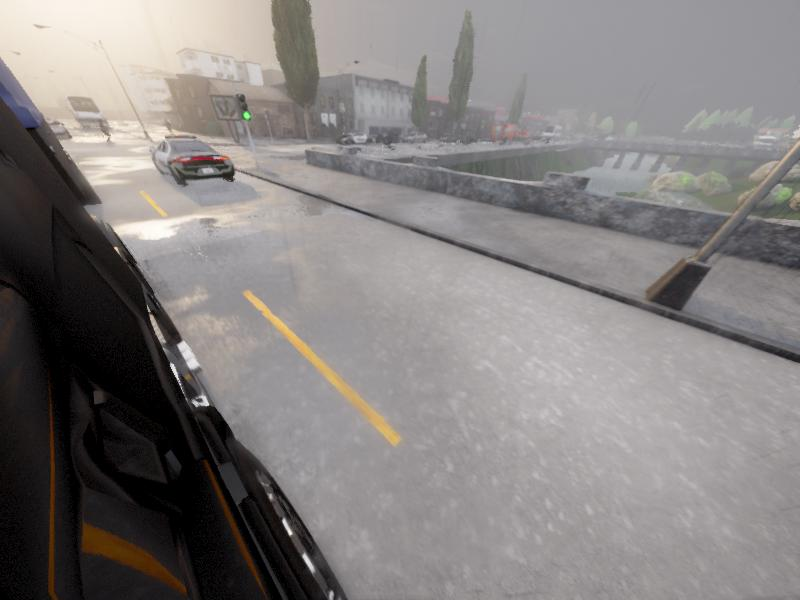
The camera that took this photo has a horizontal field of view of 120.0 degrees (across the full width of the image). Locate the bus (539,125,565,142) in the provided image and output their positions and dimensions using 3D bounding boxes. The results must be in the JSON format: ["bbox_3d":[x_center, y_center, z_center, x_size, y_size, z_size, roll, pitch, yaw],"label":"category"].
[{"bbox_3d":[51.103,-55.946,77.587,3.944,4.253,10.273,29,44,31],"label":"bus"}]

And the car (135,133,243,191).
[{"bbox_3d":[-9.142,-6.117,9.948,4.974,1.542,2.038,29,44,31],"label":"car"}]

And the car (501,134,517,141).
[{"bbox_3d":[29.984,-44.647,63.471,1.930,1.638,5.238,29,44,31],"label":"car"}]

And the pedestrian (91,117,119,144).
[{"bbox_3d":[-25.913,-14.876,20.291,0.751,1.860,0.751,31,45,32],"label":"pedestrian"}]

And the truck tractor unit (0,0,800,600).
[{"bbox_3d":[-2.645,-0.295,0.351,6.516,4.208,3.053,28,44,30],"label":"truck tractor unit"}]

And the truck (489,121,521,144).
[{"bbox_3d":[23.727,-37.768,52.116,2.891,3.827,8.468,29,44,31],"label":"truck"}]

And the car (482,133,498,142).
[{"bbox_3d":[21.693,-39.185,55.800,1.851,1.617,3.988,29,44,31],"label":"car"}]

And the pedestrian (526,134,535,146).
[{"bbox_3d":[24.571,-30.138,43.444,0.751,1.860,0.751,29,44,31],"label":"pedestrian"}]

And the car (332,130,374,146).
[{"bbox_3d":[-5.985,-21.049,30.012,2.038,1.542,4.974,30,45,31],"label":"car"}]

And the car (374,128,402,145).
[{"bbox_3d":[-1.707,-24.011,33.908,1.905,1.878,3.866,29,44,31],"label":"car"}]

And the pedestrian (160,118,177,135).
[{"bbox_3d":[-30.960,-23.194,30.888,0.751,1.860,0.751,26,43,28],"label":"pedestrian"}]

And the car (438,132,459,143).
[{"bbox_3d":[9.227,-31.066,44.186,1.851,1.617,3.988,29,44,31],"label":"car"}]

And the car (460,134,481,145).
[{"bbox_3d":[13.081,-29.896,42.969,1.816,1.474,4.193,29,44,31],"label":"car"}]

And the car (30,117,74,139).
[{"bbox_3d":[-35.443,-17.595,23.594,3.988,1.617,1.851,29,44,30],"label":"car"}]

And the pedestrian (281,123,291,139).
[{"bbox_3d":[-16.705,-24.724,33.798,0.751,1.860,0.751,-3,37,-7],"label":"pedestrian"}]

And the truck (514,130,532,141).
[{"bbox_3d":[37.381,-49.807,70.086,2.627,2.467,5.204,29,44,31],"label":"truck"}]

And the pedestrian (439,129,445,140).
[{"bbox_3d":[9.375,-36.558,51.079,0.751,1.860,0.751,31,45,32],"label":"pedestrian"}]

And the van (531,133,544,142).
[{"bbox_3d":[41.102,-48.416,68.861,1.775,1.987,4.442,29,44,31],"label":"van"}]

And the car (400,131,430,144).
[{"bbox_3d":[2.572,-26.710,37.980,2.152,1.651,5.027,29,44,31],"label":"car"}]

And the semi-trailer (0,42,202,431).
[{"bbox_3d":[-8.718,-3.591,4.210,14.254,4.402,2.717,28,44,30],"label":"semi-trailer"}]

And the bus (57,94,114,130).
[{"bbox_3d":[-54.238,-32.323,39.871,10.273,4.253,3.944,29,44,31],"label":"bus"}]
